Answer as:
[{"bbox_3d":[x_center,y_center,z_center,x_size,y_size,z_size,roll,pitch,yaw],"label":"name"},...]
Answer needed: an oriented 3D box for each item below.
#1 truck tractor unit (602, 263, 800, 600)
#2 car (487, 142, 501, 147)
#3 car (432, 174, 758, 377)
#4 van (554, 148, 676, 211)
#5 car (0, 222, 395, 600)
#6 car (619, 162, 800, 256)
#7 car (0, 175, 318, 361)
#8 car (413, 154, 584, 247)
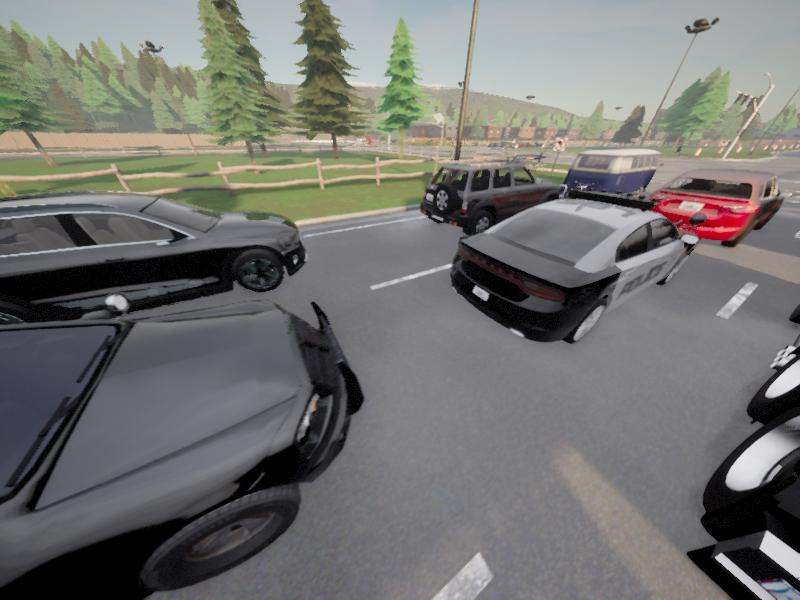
[{"bbox_3d":[5.114,-0.295,0.796,6.516,4.208,3.053,-18,39,-24],"label":"truck tractor unit"},{"bbox_3d":[33.846,-55.930,83.184,4.193,1.474,1.816,-18,39,-24],"label":"car"},{"bbox_3d":[3.313,-0.986,3.997,5.238,1.638,1.930,-18,39,-24],"label":"car"},{"bbox_3d":[9.215,-5.349,9.994,4.442,1.987,1.775,-18,39,-24],"label":"van"},{"bbox_3d":[-2.711,1.018,1.189,4.974,1.542,2.038,-18,39,-24],"label":"car"},{"bbox_3d":[9.372,-2.966,6.850,4.611,1.667,2.242,-18,39,-24],"label":"car"},{"bbox_3d":[-4.200,-0.847,3.763,4.856,1.649,2.033,-18,39,-24],"label":"car"},{"bbox_3d":[2.905,-3.257,7.047,4.605,1.855,1.932,-18,39,-24],"label":"car"}]
